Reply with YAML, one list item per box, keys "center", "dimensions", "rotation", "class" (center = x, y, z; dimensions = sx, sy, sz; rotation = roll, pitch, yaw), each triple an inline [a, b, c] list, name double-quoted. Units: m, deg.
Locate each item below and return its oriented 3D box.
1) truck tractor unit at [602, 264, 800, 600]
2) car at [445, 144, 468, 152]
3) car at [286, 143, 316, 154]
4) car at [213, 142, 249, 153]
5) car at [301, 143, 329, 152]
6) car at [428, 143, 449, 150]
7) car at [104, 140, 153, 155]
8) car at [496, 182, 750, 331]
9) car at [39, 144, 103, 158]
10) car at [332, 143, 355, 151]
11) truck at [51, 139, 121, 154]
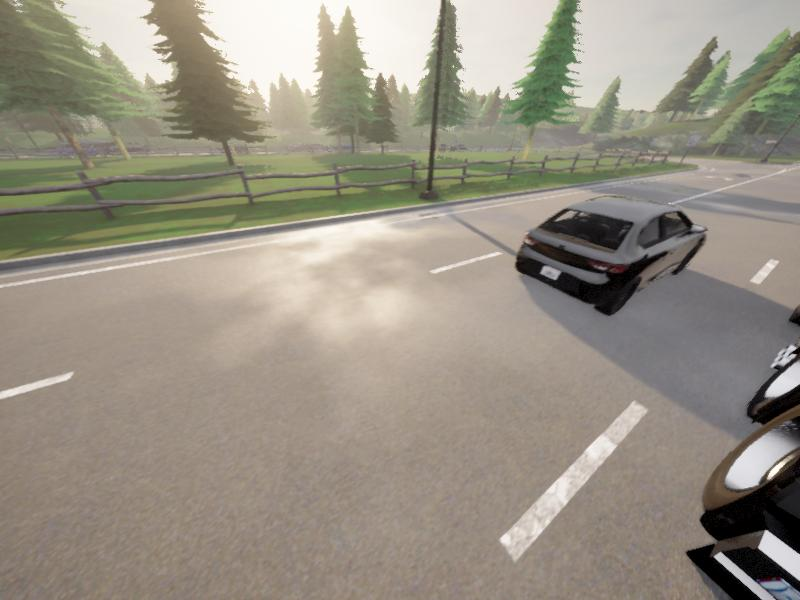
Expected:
- center: [5.114, -0.295, 0.789]
  dimensions: [6.516, 4.208, 3.053]
  rotation: [-18, 39, -24]
  class: "truck tractor unit"
- center: [14.288, -38.807, 58.834]
  dimensions: [5.027, 1.651, 2.152]
  rotation: [-3, 35, -5]
  class: "car"
- center: [-19.005, -29.293, 44.549]
  dimensions: [4.856, 1.649, 2.033]
  rotation: [-18, 39, -24]
  class: "car"
- center: [-32.560, -29.536, 44.747]
  dimensions: [5.238, 1.638, 1.930]
  rotation: [-18, 39, -24]
  class: "car"
- center: [-17.810, -31.939, 48.458]
  dimensions: [4.974, 1.542, 2.038]
  rotation: [-18, 39, -24]
  class: "car"
- center: [10.513, -41.774, 62.886]
  dimensions: [5.366, 1.575, 1.801]
  rotation: [0, 35, -1]
  class: "car"
- center: [-45.243, -25.549, 38.666]
  dimensions: [4.605, 1.855, 1.932]
  rotation: [-18, 39, -24]
  class: "car"
- center: [4.215, -1.185, 4.475]
  dimensions: [4.193, 1.474, 1.816]
  rotation: [-18, 39, -24]
  class: "car"
- center: [-45.394, -20.750, 32.073]
  dimensions: [4.514, 1.525, 2.007]
  rotation: [-18, 39, -24]
  class: "car"
- center: [-13.958, -37.789, 56.906]
  dimensions: [5.008, 1.535, 1.882]
  rotation: [-18, 39, -24]
  class: "car"
- center: [-52.110, -25.727, 38.662]
  dimensions: [6.274, 2.098, 2.390]
  rotation: [-18, 39, -24]
  class: "truck"
